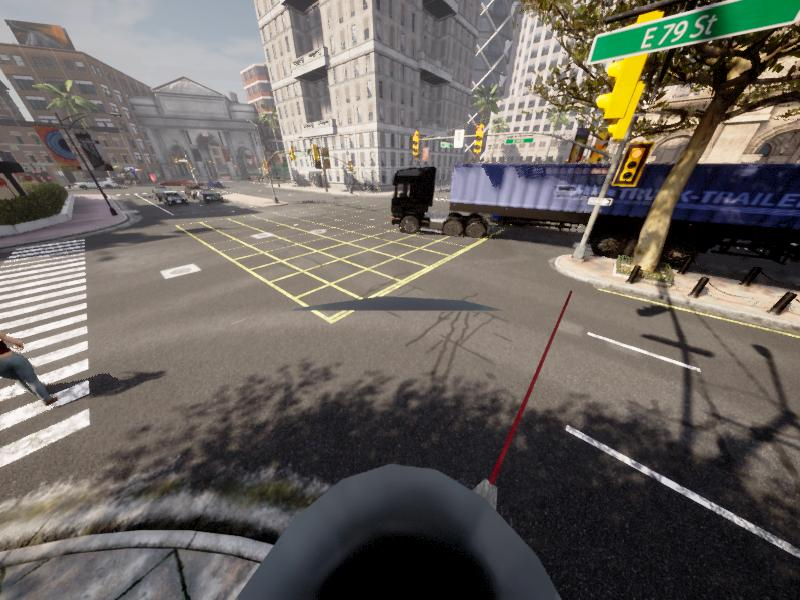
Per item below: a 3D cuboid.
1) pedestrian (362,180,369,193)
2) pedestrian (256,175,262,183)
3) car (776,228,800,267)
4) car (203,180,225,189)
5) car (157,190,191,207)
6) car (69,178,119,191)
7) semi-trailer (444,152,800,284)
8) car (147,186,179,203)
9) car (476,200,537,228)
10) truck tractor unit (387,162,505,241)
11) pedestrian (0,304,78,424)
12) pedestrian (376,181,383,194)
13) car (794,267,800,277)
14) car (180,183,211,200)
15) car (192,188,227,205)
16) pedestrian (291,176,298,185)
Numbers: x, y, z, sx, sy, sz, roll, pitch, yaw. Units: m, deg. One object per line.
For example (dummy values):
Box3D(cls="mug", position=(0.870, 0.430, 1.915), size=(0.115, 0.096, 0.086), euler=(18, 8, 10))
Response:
Box3D(cls="pedestrian", position=(-5.874, -19.433, 39.451), size=(0.751, 1.860, 0.751), euler=(26, 39, 37))
Box3D(cls="pedestrian", position=(-39.339, -33.686, 64.443), size=(0.751, 1.860, 0.751), euler=(25, 38, 36))
Box3D(cls="car", position=(20.557, -1.860, 9.859), size=(4.181, 1.385, 1.994), euler=(23, 37, 34))
Box3D(cls="car", position=(-40.007, -24.891, 49.675), size=(4.674, 1.442, 1.812), euler=(19, 35, 30))
Box3D(cls="car", position=(-26.955, -12.141, 27.558), size=(3.806, 1.475, 1.970), euler=(23, 37, 34))
Box3D(cls="car", position=(-60.228, -22.932, 45.686), size=(2.150, 2.045, 5.566), euler=(24, 38, 35))
Box3D(cls="semi-trailer", position=(9.772, -4.944, 12.144), size=(14.254, 4.402, 2.717), euler=(17, 34, 27))
Box3D(cls="car", position=(-32.069, -14.368, 31.251), size=(5.238, 1.638, 1.930), euler=(23, 37, 34))
Box3D(cls="car", position=(8.517, -6.988, 18.632), size=(3.806, 1.475, 1.970), euler=(23, 37, 34))
Box3D(cls="truck tractor unit", position=(2.769, -6.627, 15.252), size=(6.516, 4.208, 3.053), euler=(7, 30, 11))
Box3D(cls="pedestrian", position=(-6.991, 1.146, 4.111), size=(0.751, 1.860, 0.751), euler=(21, 36, 31))
Box3D(cls="pedestrian", position=(-3.328, -18.031, 37.023), size=(0.751, 1.860, 0.751), euler=(9, 31, 16))
Box3D(cls="car", position=(18.276, -0.608, 7.532), size=(4.974, 1.542, 2.038), euler=(23, 37, 34))
Box3D(cls="car", position=(-29.341, -15.610, 33.164), size=(4.605, 1.855, 1.932), euler=(23, 37, 34))
Box3D(cls="car", position=(-24.565, -13.443, 29.759), size=(4.974, 1.542, 2.038), euler=(23, 37, 34))
Box3D(cls="pedestrian", position=(-24.746, -27.937, 54.181), size=(0.751, 1.860, 0.751), euler=(-26, 39, -37))
